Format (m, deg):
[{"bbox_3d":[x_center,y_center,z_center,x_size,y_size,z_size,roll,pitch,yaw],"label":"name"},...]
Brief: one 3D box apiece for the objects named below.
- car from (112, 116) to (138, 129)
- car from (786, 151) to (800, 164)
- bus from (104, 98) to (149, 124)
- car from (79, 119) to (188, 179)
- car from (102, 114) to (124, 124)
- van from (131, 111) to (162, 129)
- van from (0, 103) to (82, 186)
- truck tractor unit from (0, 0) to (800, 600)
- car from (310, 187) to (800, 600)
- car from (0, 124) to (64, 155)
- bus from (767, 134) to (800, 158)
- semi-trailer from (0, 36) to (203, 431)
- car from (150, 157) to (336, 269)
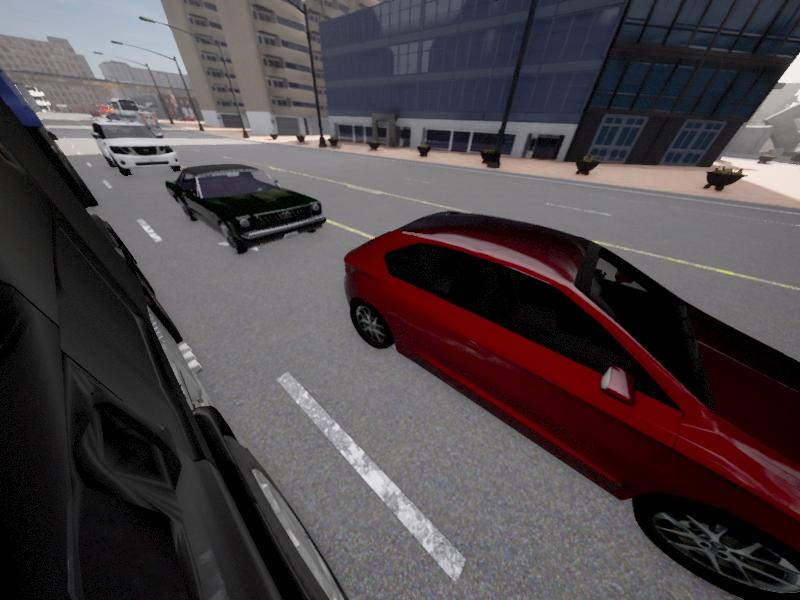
[{"bbox_3d":[-51.881,-33.471,43.566,4.902,1.511,2.128,29,44,28],"label":"car"},{"bbox_3d":[58.990,-19.723,32.345,4.892,1.490,1.837,32,46,33],"label":"car"},{"bbox_3d":[-62.769,-43.393,52.995,10.273,4.253,3.944,29,44,29],"label":"bus"},{"bbox_3d":[-13.252,-7.629,11.480,5.566,2.045,2.150,27,43,30],"label":"car"},{"bbox_3d":[-62.009,-39.110,49.870,5.357,1.411,2.033,29,44,29],"label":"car"},{"bbox_3d":[-50.310,-35.785,45.908,6.366,2.431,2.351,29,44,28],"label":"van"},{"bbox_3d":[-16.586,-6.778,9.882,6.366,2.431,2.351,27,43,30],"label":"van"},{"bbox_3d":[-2.645,-0.295,0.351,6.516,4.208,3.053,28,44,30],"label":"truck tractor unit"},{"bbox_3d":[1.294,0.171,2.214,4.193,1.474,1.816,28,43,30],"label":"car"},{"bbox_3d":[-26.419,-11.542,16.505,4.902,1.511,2.128,27,43,30],"label":"car"},{"bbox_3d":[90.972,-33.522,50.613,3.944,4.253,10.273,-18,42,-25],"label":"bus"},{"bbox_3d":[-8.762,-3.538,4.197,14.254,4.402,2.717,27,43,29],"label":"semi-trailer"},{"bbox_3d":[-3.901,-2.456,5.624,4.718,1.301,1.895,28,43,30],"label":"car"}]
